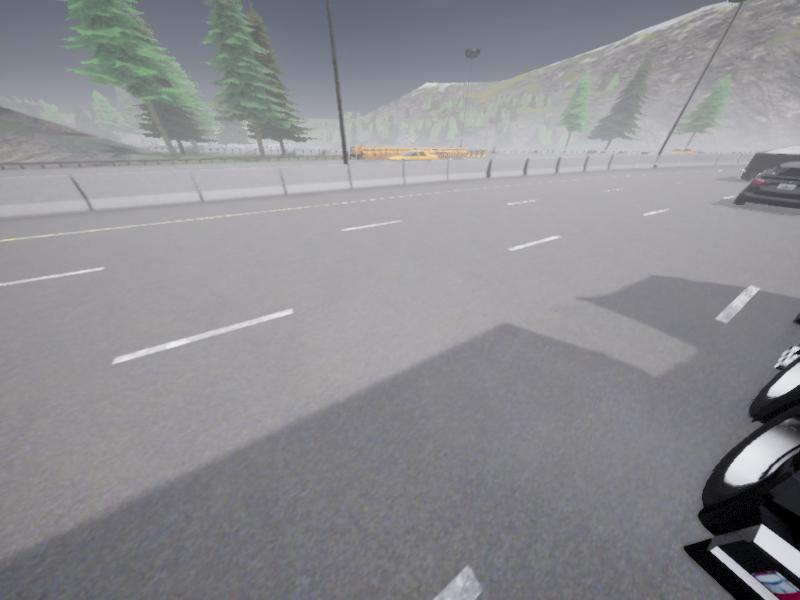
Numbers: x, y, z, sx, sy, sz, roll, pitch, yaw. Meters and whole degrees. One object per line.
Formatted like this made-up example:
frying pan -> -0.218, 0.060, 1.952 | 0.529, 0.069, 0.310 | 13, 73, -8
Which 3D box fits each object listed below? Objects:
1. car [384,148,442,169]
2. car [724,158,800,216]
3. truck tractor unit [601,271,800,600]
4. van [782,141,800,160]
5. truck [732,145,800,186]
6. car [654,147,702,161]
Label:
car -> 1.264, -13.898, 22.596 | 5.366, 1.575, 1.801 | -16, 38, -22
car -> 16.833, -4.804, 9.629 | 4.611, 1.667, 2.242 | -14, 37, -20
truck tractor unit -> 5.126, -0.283, 0.771 | 6.516, 4.208, 3.053 | -18, 39, -24
van -> 66.889, -23.961, 37.016 | 6.366, 2.431, 2.351 | -2, 35, -3
truck -> 27.262, -9.393, 15.959 | 6.274, 2.098, 2.390 | -11, 36, -16
car -> 41.240, -21.752, 34.349 | 5.008, 1.535, 1.882 | -8, 35, -10
